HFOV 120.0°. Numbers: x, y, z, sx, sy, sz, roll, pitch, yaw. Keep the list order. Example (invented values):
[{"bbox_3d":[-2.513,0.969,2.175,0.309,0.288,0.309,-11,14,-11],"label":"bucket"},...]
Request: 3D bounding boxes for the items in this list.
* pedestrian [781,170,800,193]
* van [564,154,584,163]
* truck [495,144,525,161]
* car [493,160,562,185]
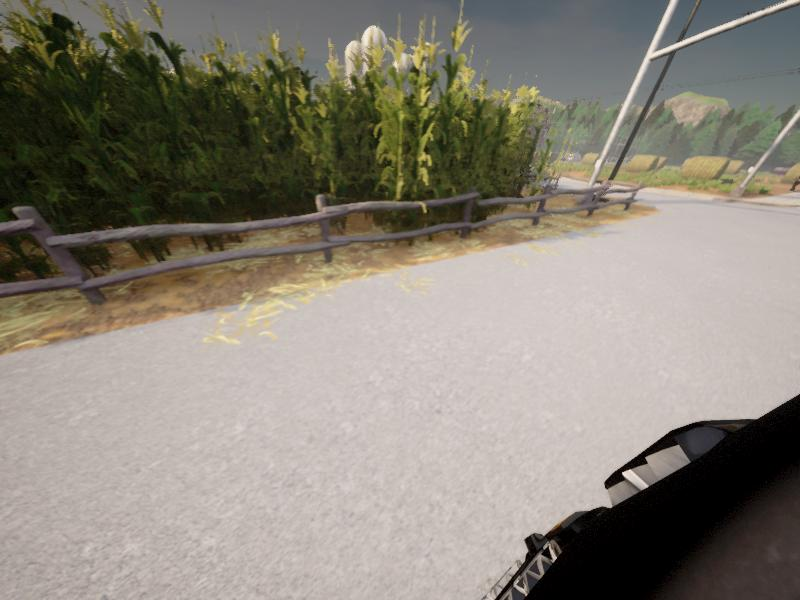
[{"bbox_3d":[36.366,-10.821,21.007,0.751,1.860,0.751,-5,35,-12],"label":"pedestrian"},{"bbox_3d":[60.377,-49.196,80.142,6.366,2.431,2.351,-17,38,-27],"label":"van"},{"bbox_3d":[32.627,-43.796,68.573,8.468,3.827,2.891,-17,38,-27],"label":"truck"},{"bbox_3d":[11.227,-11.544,20.774,2.163,1.488,4.792,-16,38,-26],"label":"car"}]
